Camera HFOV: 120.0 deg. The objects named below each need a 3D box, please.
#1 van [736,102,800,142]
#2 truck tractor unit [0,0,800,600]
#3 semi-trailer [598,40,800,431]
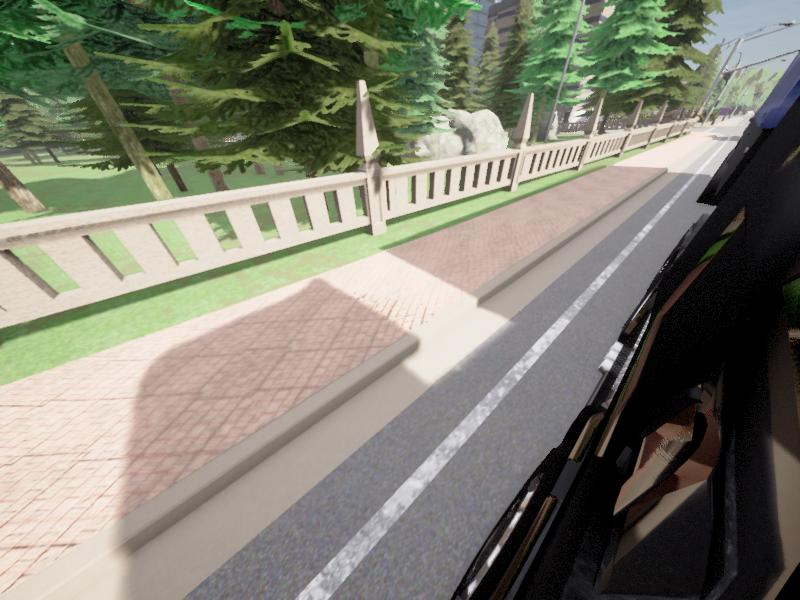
[{"bbox_3d":[31.754,-15.209,19.751,6.366,2.431,2.351,-28,44,-30],"label":"van"},{"bbox_3d":[2.645,-0.295,0.351,6.516,4.208,3.053,-28,44,-30],"label":"truck tractor unit"},{"bbox_3d":[8.686,-3.625,4.223,14.254,4.402,2.717,-28,44,-30],"label":"semi-trailer"}]
